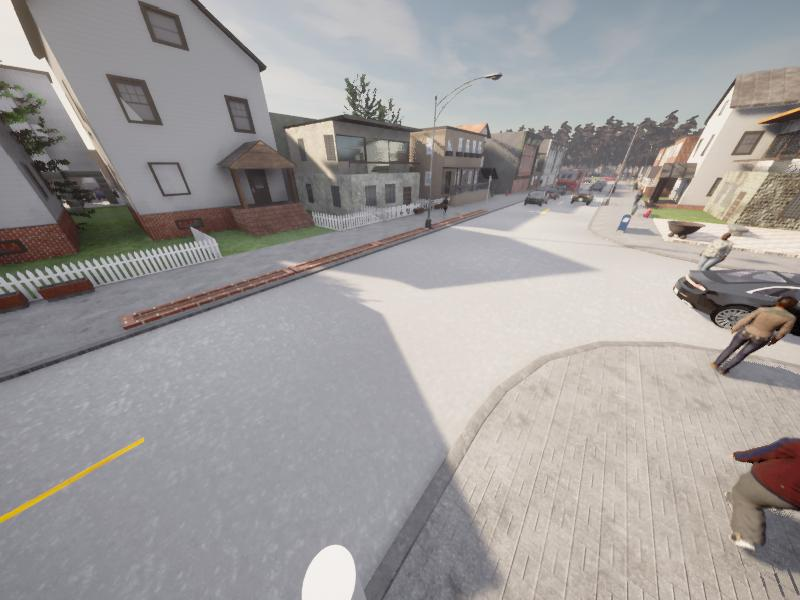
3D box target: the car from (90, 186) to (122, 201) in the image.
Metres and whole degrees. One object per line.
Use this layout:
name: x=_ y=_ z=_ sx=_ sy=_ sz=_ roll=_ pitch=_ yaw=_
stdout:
car: x=-40.001 y=-14.531 z=31.503 sx=1.845 sy=1.501 sz=3.633 roll=-23 pitch=37 yaw=-34

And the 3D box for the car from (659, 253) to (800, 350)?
car: x=10.870 y=0.225 z=6.104 sx=4.902 sy=1.511 sz=2.128 roll=20 pitch=36 yaw=31

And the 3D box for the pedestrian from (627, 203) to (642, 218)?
pedestrian: x=20.537 y=-7.855 z=20.237 sx=0.500 sy=1.100 sz=0.500 roll=25 pitch=38 yaw=36

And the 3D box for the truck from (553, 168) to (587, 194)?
truck: x=30.933 y=-21.820 z=41.975 sx=2.891 sy=3.827 sz=8.468 roll=23 pitch=37 yaw=34

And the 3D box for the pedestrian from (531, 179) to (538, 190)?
pedestrian: x=25.594 y=-21.983 z=43.965 sx=0.751 sy=1.860 sz=0.751 roll=18 pitch=35 yaw=28

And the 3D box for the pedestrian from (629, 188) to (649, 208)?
pedestrian: x=25.968 y=-11.096 z=25.108 sx=0.751 sy=1.860 sz=0.751 roll=-23 pitch=37 yaw=-35

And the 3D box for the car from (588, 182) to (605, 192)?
car: x=36.920 y=-21.206 z=43.367 sx=1.994 sy=1.385 sz=4.181 roll=23 pitch=37 yaw=34

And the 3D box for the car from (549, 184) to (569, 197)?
car: x=25.445 y=-17.570 z=36.884 sx=1.789 sy=1.549 sz=3.705 roll=23 pitch=37 yaw=34

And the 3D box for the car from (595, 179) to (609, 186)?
car: x=50.542 y=-29.465 z=57.746 sx=1.895 sy=1.301 sz=4.718 roll=25 pitch=38 yaw=36

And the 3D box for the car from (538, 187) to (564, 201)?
car: x=21.579 y=-15.203 z=32.970 sx=1.994 sy=1.385 sz=4.181 roll=23 pitch=37 yaw=34

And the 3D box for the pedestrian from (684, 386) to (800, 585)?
pedestrian: x=4.217 y=1.981 z=2.460 sx=0.751 sy=1.860 sz=0.751 roll=21 pitch=36 yaw=32

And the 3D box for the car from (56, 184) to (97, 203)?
car: x=-41.858 y=-13.887 z=30.046 sx=1.905 sy=1.878 sz=3.866 roll=-23 pitch=37 yaw=-34

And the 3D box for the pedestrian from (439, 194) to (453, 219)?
pedestrian: x=3.883 y=-7.957 z=19.670 sx=0.751 sy=1.860 sz=0.751 roll=23 pitch=37 yaw=34

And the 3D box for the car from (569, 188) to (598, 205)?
car: x=23.306 y=-13.175 z=29.288 sx=2.038 sy=1.542 sz=4.974 roll=23 pitch=37 yaw=34

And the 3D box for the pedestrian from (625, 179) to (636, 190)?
pedestrian: x=43.620 y=-21.828 z=43.696 sx=0.751 sy=1.860 sz=0.751 roll=15 pitch=33 yaw=24

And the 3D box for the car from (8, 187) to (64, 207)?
car: x=-43.673 y=-12.532 z=27.911 sx=2.242 sy=1.667 sz=4.611 roll=-23 pitch=37 yaw=-34

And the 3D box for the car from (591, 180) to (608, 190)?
car: x=41.990 y=-24.236 z=48.589 sx=2.033 sy=1.411 sz=5.357 roll=23 pitch=37 yaw=34

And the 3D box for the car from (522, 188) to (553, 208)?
car: x=16.653 y=-12.450 z=27.928 sx=1.930 sy=1.638 sz=5.238 roll=22 pitch=37 yaw=33

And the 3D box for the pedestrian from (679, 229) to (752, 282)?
pedestrian: x=12.340 y=-1.746 z=9.122 sx=0.751 sy=1.860 sz=0.751 roll=-2 pitch=30 yaw=-4

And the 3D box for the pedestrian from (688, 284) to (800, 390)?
pedestrian: x=6.983 y=0.747 z=4.597 sx=0.751 sy=1.860 sz=0.751 roll=-15 pitch=33 yaw=-24
